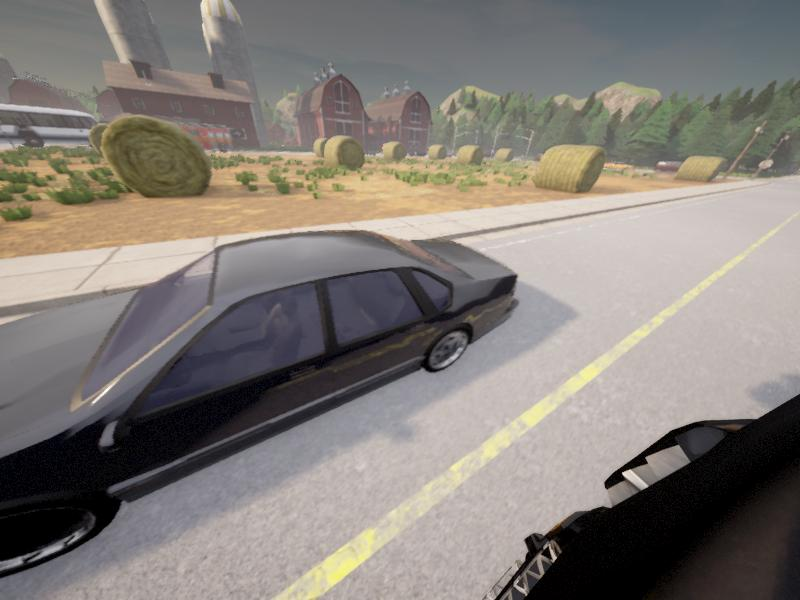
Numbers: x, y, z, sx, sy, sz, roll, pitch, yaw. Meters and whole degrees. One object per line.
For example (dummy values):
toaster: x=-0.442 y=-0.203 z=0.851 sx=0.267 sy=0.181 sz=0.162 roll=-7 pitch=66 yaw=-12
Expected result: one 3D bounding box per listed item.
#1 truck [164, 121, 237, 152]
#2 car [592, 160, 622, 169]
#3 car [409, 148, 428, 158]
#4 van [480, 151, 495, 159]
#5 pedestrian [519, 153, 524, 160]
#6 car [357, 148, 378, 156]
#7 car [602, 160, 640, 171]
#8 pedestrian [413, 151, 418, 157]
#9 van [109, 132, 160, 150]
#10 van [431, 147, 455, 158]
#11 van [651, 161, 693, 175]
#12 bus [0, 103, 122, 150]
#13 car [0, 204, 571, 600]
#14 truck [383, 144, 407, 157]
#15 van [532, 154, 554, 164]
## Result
truck: x=-33.800 y=-27.876 z=39.719 sx=8.468 sy=3.827 sz=2.891 roll=-19 pitch=39 yaw=-29
car: x=47.770 y=-31.261 z=53.317 sx=2.007 sy=1.525 sz=4.514 roll=-18 pitch=39 yaw=-28
car: x=4.778 y=-37.794 z=59.353 sx=4.605 sy=1.855 sz=1.932 roll=-19 pitch=39 yaw=-29
van: x=29.303 y=-48.481 z=77.196 sx=4.442 sy=1.987 sz=1.775 roll=-19 pitch=39 yaw=-29
pedestrian: x=39.327 y=-46.411 z=74.665 sx=0.751 sy=1.860 sz=0.751 roll=25 pitch=39 yaw=29
car: x=-7.317 y=-33.497 z=52.393 sx=4.181 sy=1.385 sz=1.994 roll=-19 pitch=40 yaw=-29
car: x=46.876 y=-28.530 z=49.069 sx=1.801 sy=1.575 sz=5.366 roll=-18 pitch=39 yaw=-28
pedestrian: x=3.609 y=-33.795 z=53.464 sx=0.751 sy=1.300 sz=0.751 roll=19 pitch=37 yaw=23
van: x=-41.083 y=-24.683 z=35.971 sx=4.480 sy=2.038 sz=2.069 roll=-18 pitch=39 yaw=-29
van: x=11.759 y=-40.392 z=63.272 sx=6.366 sy=2.431 sz=2.351 roll=-19 pitch=39 yaw=-29
van: x=51.165 y=-24.898 z=43.550 sx=1.775 sy=1.987 sz=4.442 roll=-18 pitch=39 yaw=-28
bus: x=-44.703 y=-21.893 z=29.518 sx=3.944 sy=4.253 sz=10.273 roll=19 pitch=37 yaw=22
car: x=-1.034 y=0.144 z=2.391 sx=5.357 sy=1.411 sz=2.033 roll=-16 pitch=38 yaw=-26
truck: x=-1.196 y=-36.011 z=55.678 sx=5.204 sy=2.467 sz=2.627 roll=-19 pitch=39 yaw=-29
van: x=39.455 y=-38.910 z=63.668 sx=1.775 sy=1.987 sz=4.442 roll=-18 pitch=39 yaw=-28
